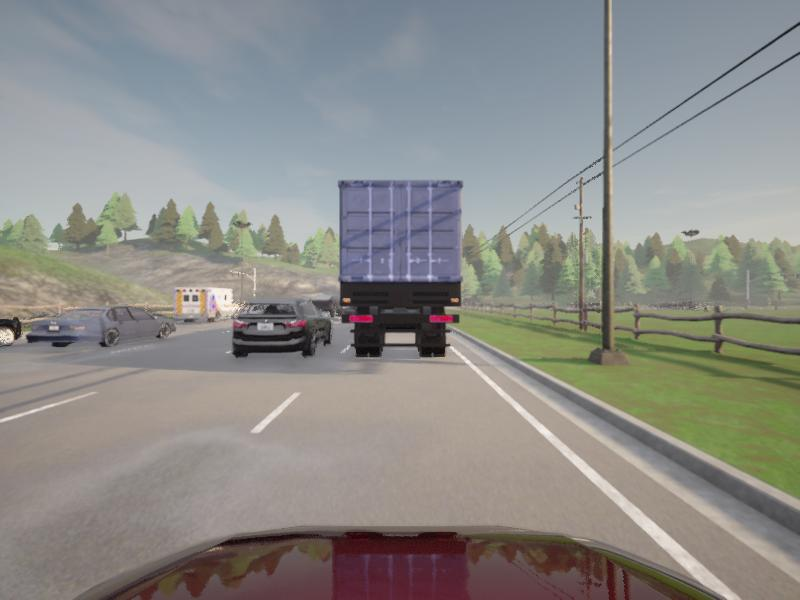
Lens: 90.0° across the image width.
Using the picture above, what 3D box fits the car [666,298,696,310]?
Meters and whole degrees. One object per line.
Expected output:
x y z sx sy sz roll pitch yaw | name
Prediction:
48.089 0.683 68.453 3.866 1.878 1.905 0 0 1 | car

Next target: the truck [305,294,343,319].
-7.015 0.564 37.594 2.390 2.098 6.274 0 0 0 | truck

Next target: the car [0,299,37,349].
-14.004 0.778 11.761 1.930 1.638 5.238 0 0 0 | car

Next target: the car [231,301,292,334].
-7.007 0.840 20.622 1.845 1.501 3.633 0 0 0 | car

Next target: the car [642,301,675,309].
48.684 0.913 75.446 4.902 1.511 2.128 0 0 1 | car

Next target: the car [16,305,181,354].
-10.504 0.903 14.664 2.033 1.411 5.357 0 0 0 | car

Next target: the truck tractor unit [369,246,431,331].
0.011 -0.528 23.183 3.053 4.208 6.516 1 -1 0 | truck tractor unit

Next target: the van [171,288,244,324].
-14.011 0.395 29.691 2.351 2.431 6.366 0 0 0 | van

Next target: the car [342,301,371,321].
-3.513 0.864 33.249 1.837 1.490 4.892 0 0 0 | car

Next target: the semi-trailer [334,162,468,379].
0.008 -0.623 15.245 2.717 4.402 14.254 0 0 0 | semi-trailer

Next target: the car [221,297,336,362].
-3.505 0.764 12.656 2.242 1.667 4.611 0 0 0 | car
